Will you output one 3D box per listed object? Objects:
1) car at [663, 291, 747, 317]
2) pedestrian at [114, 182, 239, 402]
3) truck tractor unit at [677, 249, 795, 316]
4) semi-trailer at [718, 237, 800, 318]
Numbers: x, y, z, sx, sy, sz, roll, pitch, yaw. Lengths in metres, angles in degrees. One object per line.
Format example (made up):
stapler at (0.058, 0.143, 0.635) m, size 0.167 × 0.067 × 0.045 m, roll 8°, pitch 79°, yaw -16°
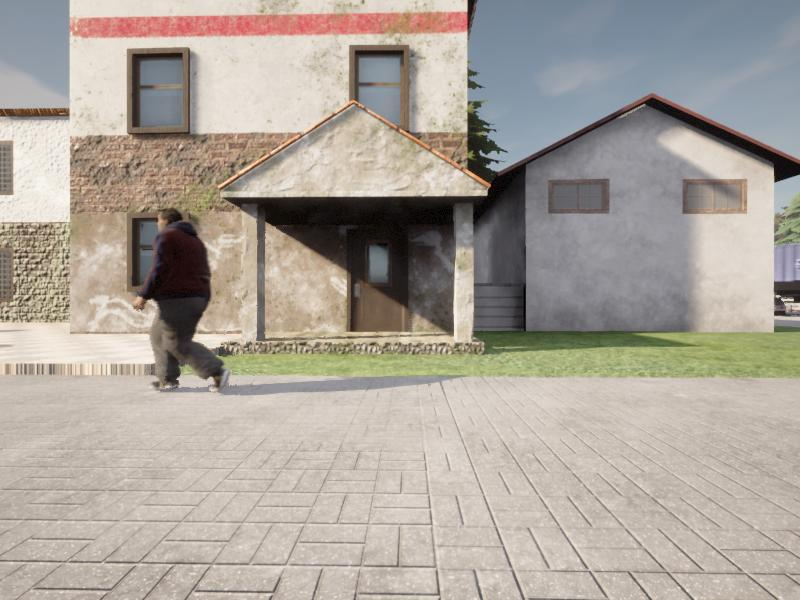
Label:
car at (19.299, 0.228, 25.591) m, size 2.007 × 1.525 × 4.514 m, roll 0°, pitch 0°, yaw 1°
pedestrian at (-2.046, -0.067, 3.766) m, size 0.751 × 1.860 × 0.751 m, roll 0°, pitch 0°, yaw 0°
truck tractor unit at (23.400, -1.124, 28.449) m, size 3.053 × 4.208 × 6.516 m, roll 0°, pitch 0°, yaw 2°
semi-trailer at (23.140, -1.219, 20.539) m, size 2.717 × 4.402 × 14.254 m, roll 0°, pitch 0°, yaw 2°
